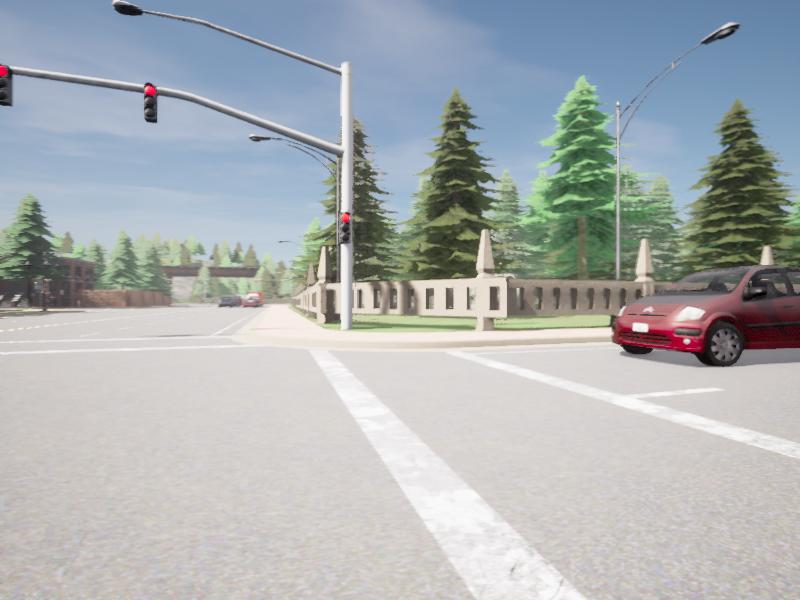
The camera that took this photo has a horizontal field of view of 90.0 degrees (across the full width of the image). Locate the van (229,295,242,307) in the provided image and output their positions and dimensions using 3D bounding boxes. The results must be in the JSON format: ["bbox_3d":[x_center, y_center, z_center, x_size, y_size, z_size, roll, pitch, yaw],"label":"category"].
[{"bbox_3d":[-29.030,0.181,70.835,1.775,1.987,4.442,0,0,-17],"label":"van"}]

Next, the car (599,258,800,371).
[{"bbox_3d":[5.889,0.213,7.108,3.988,1.617,1.851,0,0,-15],"label":"car"}]

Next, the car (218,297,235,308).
[{"bbox_3d":[-24.959,0.337,57.584,1.851,1.617,3.988,0,0,-17],"label":"car"}]

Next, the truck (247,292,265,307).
[{"bbox_3d":[-24.599,-0.066,68.343,2.627,2.467,5.204,0,0,-17],"label":"truck"}]

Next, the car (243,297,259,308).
[{"bbox_3d":[-20.730,0.399,55.733,1.970,1.475,3.806,0,0,-17],"label":"car"}]
